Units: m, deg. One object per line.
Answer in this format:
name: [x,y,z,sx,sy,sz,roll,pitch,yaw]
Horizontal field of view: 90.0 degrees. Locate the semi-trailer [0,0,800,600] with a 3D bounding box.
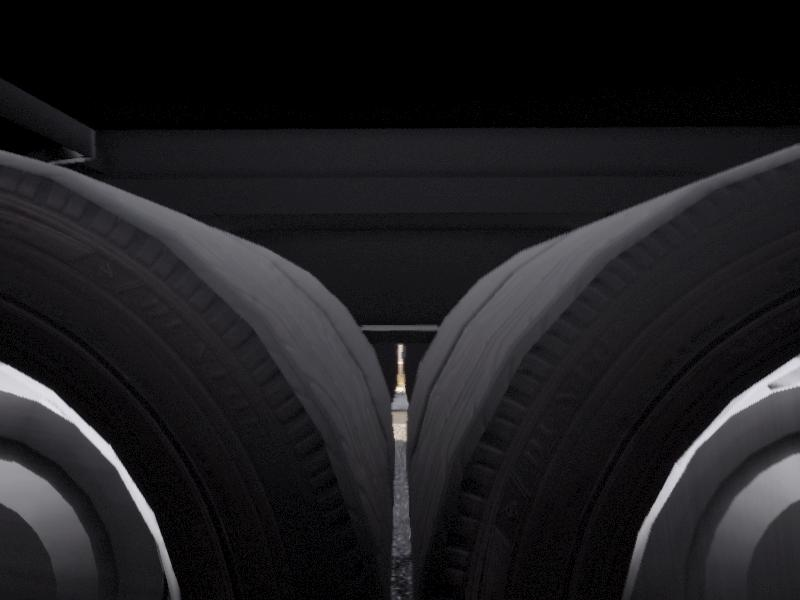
semi-trailer: [3.210,-1.219,1.697,14.254,4.402,2.717,0,0,0]
